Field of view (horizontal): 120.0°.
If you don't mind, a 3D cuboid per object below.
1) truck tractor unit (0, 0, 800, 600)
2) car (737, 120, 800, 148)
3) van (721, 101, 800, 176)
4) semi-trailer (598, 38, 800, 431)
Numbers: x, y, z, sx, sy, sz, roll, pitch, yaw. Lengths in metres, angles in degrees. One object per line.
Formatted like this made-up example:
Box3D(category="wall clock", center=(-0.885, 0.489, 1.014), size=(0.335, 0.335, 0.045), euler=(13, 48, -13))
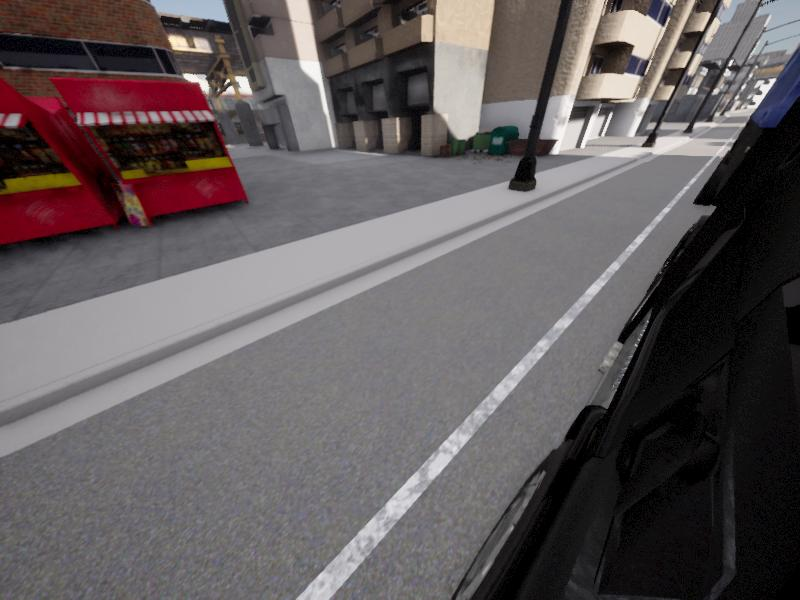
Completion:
Box3D(category="truck tractor unit", center=(2.645, -0.295, 0.351), size=(6.516, 4.208, 3.053), euler=(-28, 44, -30))
Box3D(category="car", center=(28.512, -12.909, 17.891), size=(4.902, 1.511, 2.128), euler=(-28, 44, -30))
Box3D(category="van", center=(18.179, -7.798, 10.938), size=(6.366, 2.431, 2.351), euler=(-28, 44, -30))
Box3D(category="semi-trailer", center=(8.669, -3.618, 4.267), size=(14.254, 4.402, 2.717), euler=(-28, 44, -30))
